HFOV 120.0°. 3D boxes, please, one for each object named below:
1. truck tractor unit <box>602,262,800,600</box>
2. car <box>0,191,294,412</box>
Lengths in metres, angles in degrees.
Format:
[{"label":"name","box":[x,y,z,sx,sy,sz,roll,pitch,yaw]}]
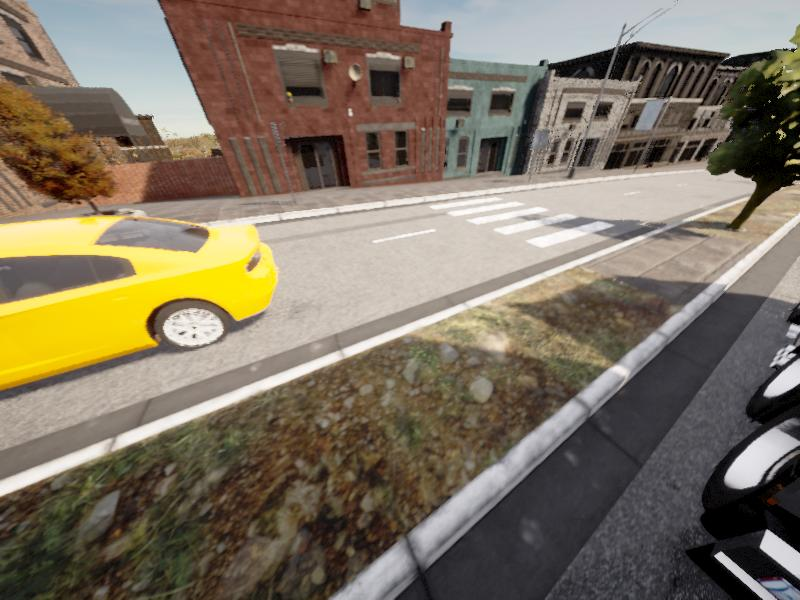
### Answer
[{"label":"truck tractor unit","box":[5.117,-0.292,0.792,6.516,4.208,3.053,-18,39,-24]},{"label":"car","box":[-4.232,-0.055,2.688,5.008,1.535,1.882,-18,39,-24]}]
